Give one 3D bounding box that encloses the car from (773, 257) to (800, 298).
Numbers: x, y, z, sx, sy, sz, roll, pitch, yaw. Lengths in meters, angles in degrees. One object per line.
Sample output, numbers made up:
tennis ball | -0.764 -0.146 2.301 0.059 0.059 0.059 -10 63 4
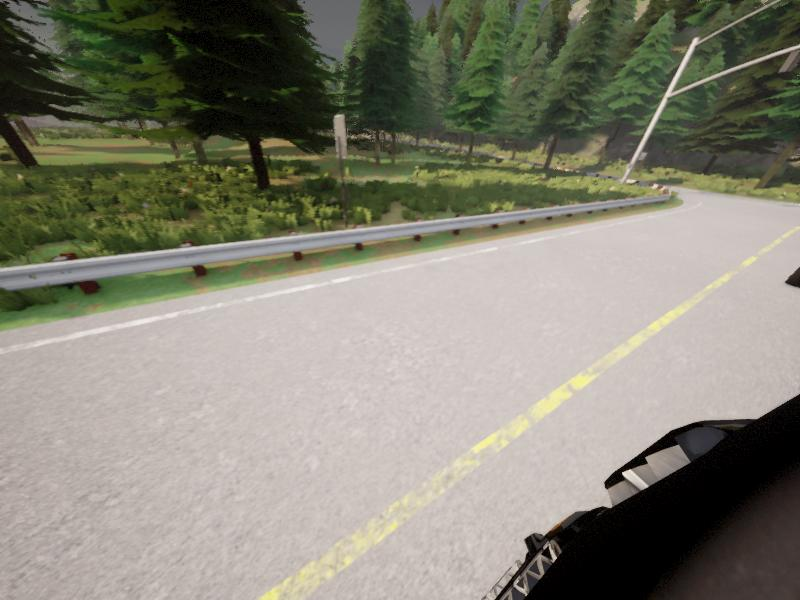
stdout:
car | 10.476 -0.887 4.608 4.611 1.667 2.242 -15 38 -25
